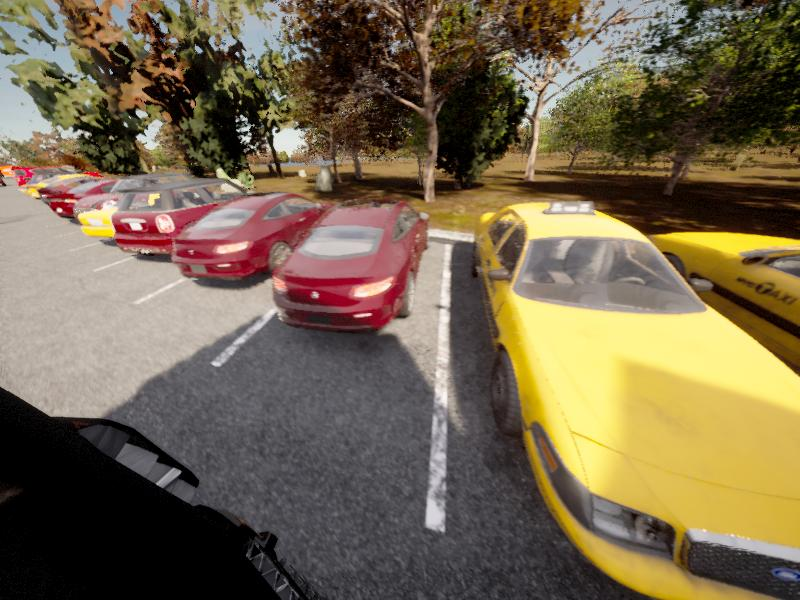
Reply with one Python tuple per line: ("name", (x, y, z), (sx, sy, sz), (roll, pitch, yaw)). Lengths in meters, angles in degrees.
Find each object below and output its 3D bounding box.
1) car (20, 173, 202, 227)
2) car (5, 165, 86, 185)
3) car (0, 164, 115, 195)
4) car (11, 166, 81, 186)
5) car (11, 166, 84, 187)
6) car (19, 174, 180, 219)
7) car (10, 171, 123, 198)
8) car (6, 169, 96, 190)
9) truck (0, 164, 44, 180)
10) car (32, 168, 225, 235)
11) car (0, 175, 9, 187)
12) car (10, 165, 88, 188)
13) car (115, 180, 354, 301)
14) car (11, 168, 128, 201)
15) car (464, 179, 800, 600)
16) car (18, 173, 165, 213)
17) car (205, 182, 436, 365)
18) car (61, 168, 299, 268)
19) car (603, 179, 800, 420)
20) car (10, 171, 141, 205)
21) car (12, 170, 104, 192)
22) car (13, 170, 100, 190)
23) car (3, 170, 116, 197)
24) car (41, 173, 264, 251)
("car", (-13.100, -5.043, 11.183), (2.097, 1.535, 5.008), (5, 34, 12))
("car", (-49.924, -17.816, 32.798), (2.435, 2.045, 5.566), (6, 34, 14))
("car", (-32.821, -11.855, 22.503), (2.435, 2.045, 5.566), (6, 34, 14))
("car", (-47.513, -16.864, 31.221), (1.878, 1.987, 4.442), (7, 34, 13))
("car", (-45.068, -16.013, 29.750), (1.878, 1.987, 4.442), (7, 34, 13))
("car", (-15.588, -5.799, 12.566), (2.163, 1.488, 4.792), (6, 34, 12))
("car", (-27.926, -9.939, 19.696), (2.231, 1.521, 4.892), (6, 34, 13))
("car", (-40.192, -14.085, 26.873), (1.946, 1.575, 5.366), (7, 34, 13))
("truck", (-87.225, -29.554, 53.203), (2.627, 2.467, 5.204), (-14, 36, -15))
("car", (-10.588, -4.381, 9.768), (2.185, 1.767, 4.553), (5, 34, 11))
("car", (-55.821, -16.427, 31.554), (3.988, 1.617, 1.851), (19, 40, 30))
("car", (-42.623, -15.161, 28.279), (1.878, 1.987, 4.442), (7, 34, 13))
("car", (-3.036, -1.916, 5.774), (2.002, 1.452, 4.674), (4, 33, 11))
("car", (-25.482, -9.196, 18.160), (2.185, 1.767, 4.553), (6, 34, 13))
("car", (2.022, -0.359, 2.959), (1.946, 1.575, 5.366), (4, 33, 10))
("car", (-18.066, -6.639, 14.023), (2.163, 1.488, 4.792), (5, 34, 12))
("car", (-0.497, -1.165, 4.449), (2.002, 1.452, 4.674), (4, 33, 10))
("car", (-5.577, -2.801, 7.001), (2.185, 1.767, 4.553), (5, 34, 11))
("car", (4.639, 0.176, 1.961), (1.946, 1.575, 5.366), (4, 33, 10))
("car", (-23.015, -8.275, 16.811), (2.097, 1.535, 5.008), (6, 34, 13))
("car", (-35.262, -12.439, 24.077), (2.163, 1.488, 4.792), (7, 34, 13))
("car", (-37.698, -13.322, 25.596), (2.163, 1.488, 4.792), (6, 34, 14))
("car", (-30.412, -10.686, 21.002), (1.946, 1.575, 5.366), (7, 34, 13))
("car", (-8.048, -3.584, 8.598), (1.946, 1.575, 5.366), (5, 34, 11))
